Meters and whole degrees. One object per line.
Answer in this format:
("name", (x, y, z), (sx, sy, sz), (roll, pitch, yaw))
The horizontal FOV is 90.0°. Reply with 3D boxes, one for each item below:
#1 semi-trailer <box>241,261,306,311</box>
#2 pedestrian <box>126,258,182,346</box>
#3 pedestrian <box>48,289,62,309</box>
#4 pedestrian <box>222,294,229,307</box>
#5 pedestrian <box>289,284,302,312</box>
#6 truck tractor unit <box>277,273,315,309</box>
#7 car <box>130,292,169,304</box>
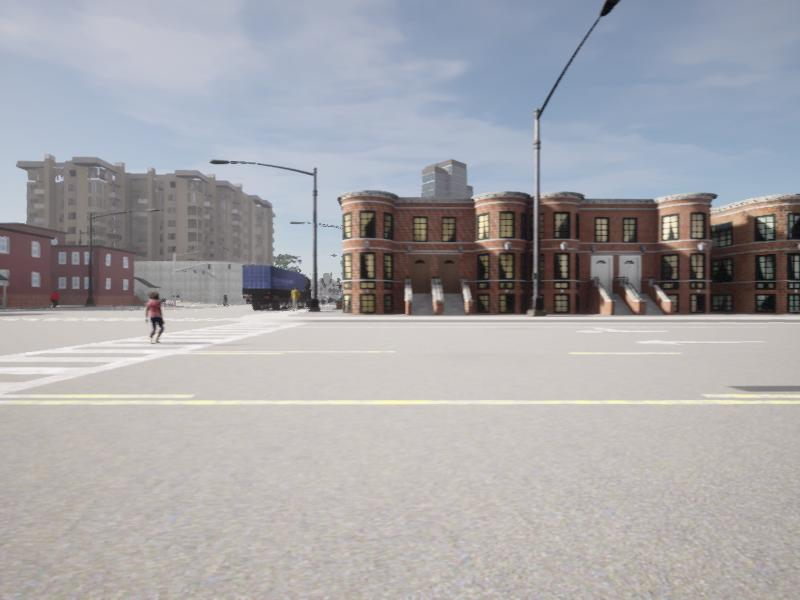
("semi-trailer", (-12.857, -1.214, 42.548), (2.717, 4.402, 14.254), (0, 0, -1))
("pedestrian", (-5.422, 0.039, 8.862), (0.751, 1.860, 0.751), (0, 0, 7))
("pedestrian", (-33.234, -0.107, 38.541), (0.751, 1.860, 0.751), (0, 0, -1))
("pedestrian", (-26.006, 0.044, 59.656), (0.751, 1.860, 0.751), (0, 0, 2))
("pedestrian", (-7.095, -0.113, 27.276), (0.751, 1.860, 0.751), (0, 0, -7))
("truck tractor unit", (-12.971, -1.116, 50.460), (3.053, 4.208, 6.516), (0, 0, 0))
("car", (-42.755, -0.354, 68.318), (5.238, 1.638, 1.930), (5, 0, 0))
